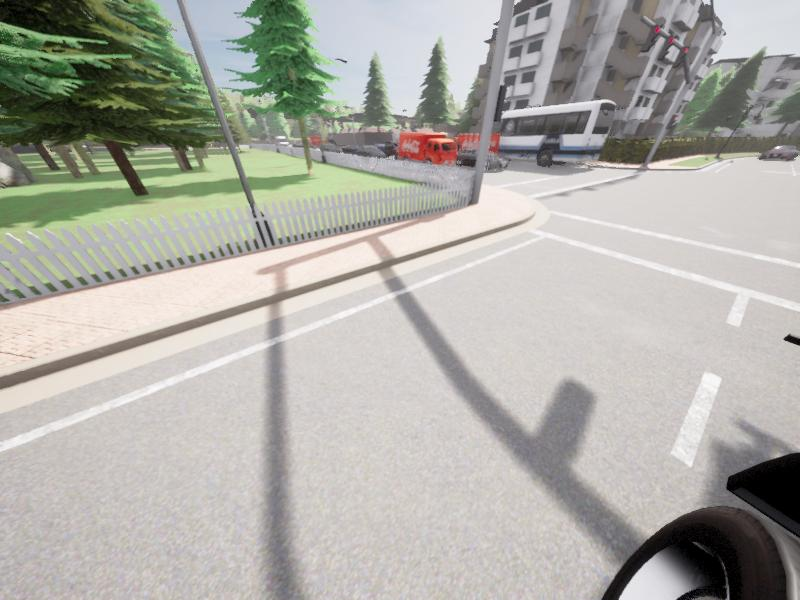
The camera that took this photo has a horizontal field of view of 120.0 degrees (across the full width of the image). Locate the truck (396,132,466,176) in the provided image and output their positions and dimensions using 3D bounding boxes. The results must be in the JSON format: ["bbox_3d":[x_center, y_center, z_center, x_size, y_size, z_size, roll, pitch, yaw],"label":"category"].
[{"bbox_3d":[2.203,-11.846,18.484,2.627,2.467,5.204,-21,43,-27],"label":"truck"}]

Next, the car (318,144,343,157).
[{"bbox_3d":[-10.321,-22.251,34.249,1.837,1.490,4.892,-21,40,-27],"label":"car"}]

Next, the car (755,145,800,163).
[{"bbox_3d":[40.166,-15.486,24.371,4.181,1.385,1.994,-18,39,-24],"label":"car"}]

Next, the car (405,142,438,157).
[{"bbox_3d":[2.994,-21.713,33.310,1.801,1.575,5.366,-21,40,-27],"label":"car"}]

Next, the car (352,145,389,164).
[{"bbox_3d":[-3.347,-16.220,25.639,1.837,1.490,4.892,-21,40,-27],"label":"car"}]

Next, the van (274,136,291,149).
[{"bbox_3d":[-29.117,-38.948,57.129,1.988,2.561,5.915,-21,40,-27],"label":"van"}]

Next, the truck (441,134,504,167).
[{"bbox_3d":[6.937,-15.020,23.011,2.627,2.467,5.204,-21,40,-27],"label":"truck"}]

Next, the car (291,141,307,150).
[{"bbox_3d":[-25.578,-39.035,58.303,2.152,1.651,5.027,-21,40,-27],"label":"car"}]

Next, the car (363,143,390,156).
[{"bbox_3d":[-3.722,-23.859,36.439,1.882,1.535,5.008,-21,40,-27],"label":"car"}]

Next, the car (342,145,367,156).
[{"bbox_3d":[-7.099,-23.033,35.504,1.895,1.301,4.718,-21,40,-27],"label":"car"}]

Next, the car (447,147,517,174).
[{"bbox_3d":[6.426,-11.424,18.745,2.128,1.511,4.902,-21,40,-27],"label":"car"}]

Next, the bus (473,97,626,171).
[{"bbox_3d":[12.244,-14.681,20.931,3.944,4.253,10.273,-21,39,-27],"label":"bus"}]

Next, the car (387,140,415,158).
[{"bbox_3d":[0.113,-20.685,31.603,1.905,1.878,3.866,-21,40,-27],"label":"car"}]

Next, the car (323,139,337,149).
[{"bbox_3d":[-17.810,-39.830,58.911,1.905,1.878,3.866,-21,40,-27],"label":"car"}]

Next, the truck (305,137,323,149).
[{"bbox_3d":[-21.865,-39.932,58.563,2.627,2.467,5.204,-21,40,-27],"label":"truck"}]

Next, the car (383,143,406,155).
[{"bbox_3d":[-0.951,-25.039,38.238,1.994,1.385,4.181,-21,40,-27],"label":"car"}]

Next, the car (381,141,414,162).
[{"bbox_3d":[-0.360,-17.445,27.009,1.905,1.878,3.866,-21,40,-27],"label":"car"}]
